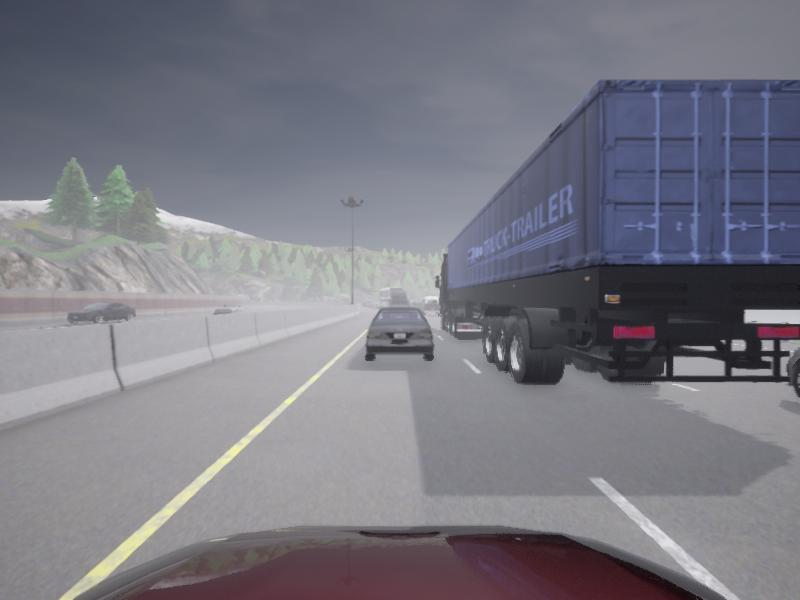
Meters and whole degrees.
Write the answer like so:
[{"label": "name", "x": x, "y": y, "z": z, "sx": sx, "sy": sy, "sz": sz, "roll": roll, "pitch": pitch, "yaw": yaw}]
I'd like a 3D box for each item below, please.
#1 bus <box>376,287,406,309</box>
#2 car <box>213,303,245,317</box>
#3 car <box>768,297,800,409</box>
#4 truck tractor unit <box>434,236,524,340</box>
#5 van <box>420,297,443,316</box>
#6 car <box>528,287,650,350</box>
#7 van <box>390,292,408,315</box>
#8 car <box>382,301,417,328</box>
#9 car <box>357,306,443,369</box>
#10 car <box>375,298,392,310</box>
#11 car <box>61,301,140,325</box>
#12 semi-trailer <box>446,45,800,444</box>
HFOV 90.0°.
[{"label": "bus", "x": -2.081, "y": -0.394, "z": 82.164, "sx": 3.944, "sy": 4.253, "sz": 10.273, "roll": 0, "pitch": 0, "yaw": -15}, {"label": "car", "x": -17.655, "y": 1.014, "z": 41.534, "sx": 1.895, "sy": 1.301, "sz": 4.718, "roll": 0, "pitch": 0, "yaw": -7}, {"label": "car", "x": 6.997, "y": 0.788, "z": 3.913, "sx": 2.152, "sy": 1.651, "sz": 5.027, "roll": 0, "pitch": 0, "yaw": 0}, {"label": "truck tractor unit", "x": 3.480, "y": -0.490, "z": 19.463, "sx": 3.053, "sy": 4.208, "sz": 6.516, "roll": 0, "pitch": 0, "yaw": 0}, {"label": "van", "x": 3.384, "y": 0.649, "z": 43.997, "sx": 2.069, "sy": 2.038, "sz": 4.480, "roll": 0, "pitch": 0, "yaw": -2}, {"label": "car", "x": 6.991, "y": 0.597, "z": 15.685, "sx": 2.150, "sy": 2.045, "sz": 5.566, "roll": 0, "pitch": 0, "yaw": 0}, {"label": "van", "x": -0.179, "y": 0.399, "z": 46.106, "sx": 1.988, "sy": 2.561, "sz": 5.915, "roll": 0, "pitch": 0, "yaw": -2}, {"label": "car", "x": -0.015, "y": 0.871, "z": 25.955, "sx": 2.038, "sy": 1.542, "sz": 4.974, "roll": 0, "pitch": 0, "yaw": 0}, {"label": "car", "x": -0.007, "y": 0.915, "z": 12.080, "sx": 2.033, "sy": 1.411, "sz": 5.357, "roll": 0, "pitch": 0, "yaw": 0}, {"label": "car", "x": -2.968, "y": 0.690, "z": 70.879, "sx": 2.150, "sy": 2.045, "sz": 5.566, "roll": 0, "pitch": 0, "yaw": -11}, {"label": "car", "x": -21.021, "y": 0.871, "z": 28.414, "sx": 1.882, "sy": 1.535, "sz": 5.008, "roll": 0, "pitch": 0, "yaw": 0}, {"label": "semi-trailer", "x": 3.501, "y": -0.601, "z": 11.545, "sx": 2.717, "sy": 4.402, "sz": 14.254, "roll": 0, "pitch": 0, "yaw": 0}]
